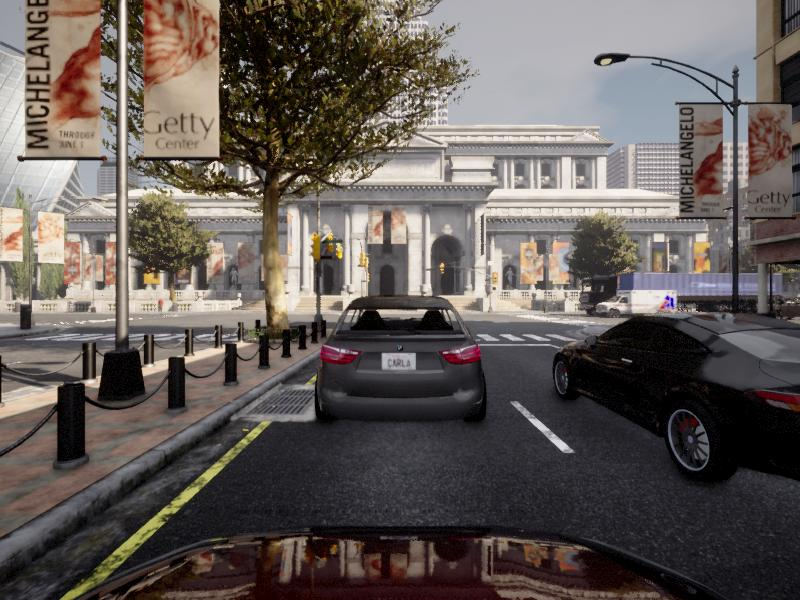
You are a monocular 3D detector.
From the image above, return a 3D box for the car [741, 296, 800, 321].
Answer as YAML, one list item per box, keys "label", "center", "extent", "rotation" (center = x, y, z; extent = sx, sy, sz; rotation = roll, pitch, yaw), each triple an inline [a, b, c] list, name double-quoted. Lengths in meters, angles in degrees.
- label: "car"
  center: [30.480, 0.655, 32.060]
  extent: [4.605, 1.855, 1.932]
  rotation: [-1, 0, 0]

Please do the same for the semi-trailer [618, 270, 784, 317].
- label: "semi-trailer"
  center: [29.154, -0.618, 39.153]
  extent: [14.254, 4.402, 2.717]
  rotation: [0, 0, 0]

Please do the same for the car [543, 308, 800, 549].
- label: "car"
  center: [3.472, 0.870, 4.859]
  extent: [1.812, 1.442, 4.674]
  rotation: [0, 0, 0]

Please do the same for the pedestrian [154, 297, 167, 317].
- label: "pedestrian"
  center: [-22.865, 0.637, 38.214]
  extent: [0.751, 1.860, 0.751]
  rotation: [0, 0, -2]

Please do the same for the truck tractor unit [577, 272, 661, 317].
- label: "truck tractor unit"
  center: [21.243, -0.521, 39.133]
  extent: [6.516, 4.208, 3.053]
  rotation: [0, 0, 0]

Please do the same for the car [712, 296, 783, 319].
- label: "car"
  center: [30.832, 0.649, 35.558]
  extent: [4.605, 1.855, 1.932]
  rotation: [-1, 0, 0]

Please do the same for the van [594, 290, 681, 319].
- label: "van"
  center: [20.996, 0.378, 35.635]
  extent: [6.366, 2.431, 2.351]
  rotation: [0, 0, 0]

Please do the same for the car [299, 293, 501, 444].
- label: "car"
  center: [0.019, 0.756, 6.742]
  extent: [2.242, 1.667, 4.611]
  rotation: [0, 0, 0]
